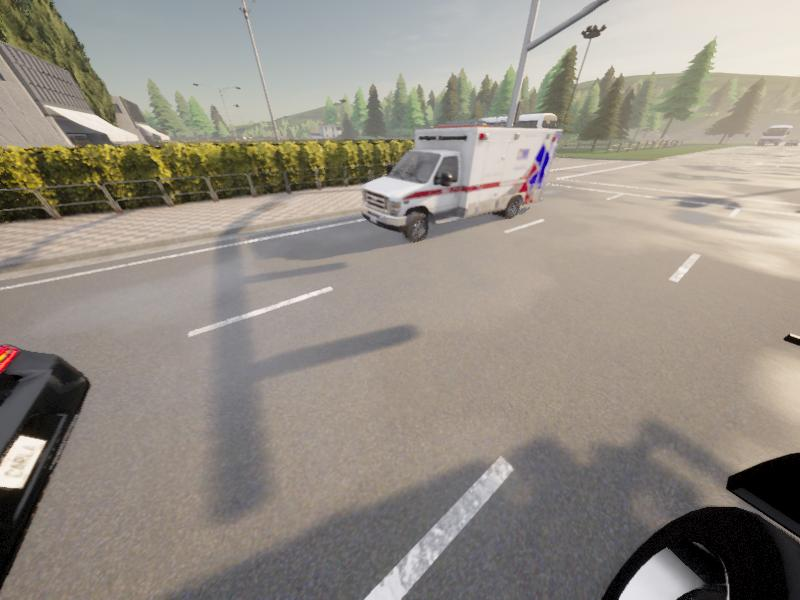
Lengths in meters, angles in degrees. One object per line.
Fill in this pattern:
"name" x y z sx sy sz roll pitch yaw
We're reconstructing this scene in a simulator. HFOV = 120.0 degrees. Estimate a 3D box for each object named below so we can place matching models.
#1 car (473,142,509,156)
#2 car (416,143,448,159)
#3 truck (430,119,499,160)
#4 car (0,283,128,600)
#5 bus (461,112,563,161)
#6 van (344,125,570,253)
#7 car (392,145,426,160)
"car" 13.447 -22.554 34.469 2.007 1.525 4.514 -21 40 -27
"car" 4.146 -19.681 30.396 1.851 1.617 3.988 -21 40 -27
"truck" 7.959 -20.950 30.243 2.891 3.827 8.468 -21 40 -27
"car" -4.421 1.678 0.227 4.974 1.542 2.038 -22 41 -28
"bus" 13.127 -20.206 28.780 3.944 4.253 10.273 -21 40 -27
"van" 1.917 -3.724 7.068 6.366 2.431 2.351 -22 41 -28
"car" 0.988 -18.690 29.156 1.812 1.442 4.674 -21 41 -27
